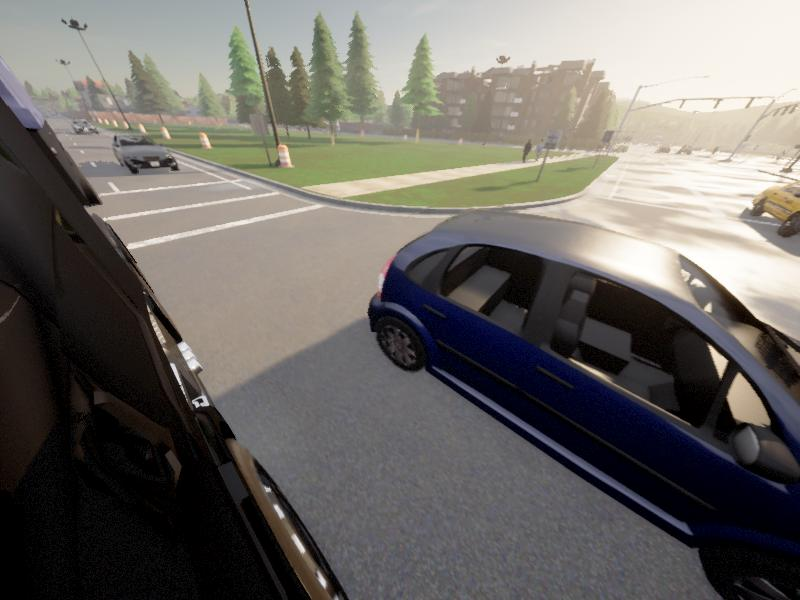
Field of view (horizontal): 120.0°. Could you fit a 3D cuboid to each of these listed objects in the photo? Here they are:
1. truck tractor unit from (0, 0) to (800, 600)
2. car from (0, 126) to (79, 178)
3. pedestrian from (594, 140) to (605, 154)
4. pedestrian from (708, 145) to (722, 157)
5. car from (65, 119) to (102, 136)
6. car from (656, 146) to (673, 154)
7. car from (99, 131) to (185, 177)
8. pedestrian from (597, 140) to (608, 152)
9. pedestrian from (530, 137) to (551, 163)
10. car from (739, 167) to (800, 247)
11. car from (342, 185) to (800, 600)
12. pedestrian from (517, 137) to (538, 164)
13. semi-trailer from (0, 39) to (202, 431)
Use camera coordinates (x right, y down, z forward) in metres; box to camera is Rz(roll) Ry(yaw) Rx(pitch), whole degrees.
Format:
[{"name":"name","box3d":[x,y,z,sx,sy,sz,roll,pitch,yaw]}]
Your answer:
[{"name":"truck tractor unit","box3d":[-2.645,-0.295,0.351,6.516,4.208,3.053,28,44,30]},{"name":"car","box3d":[-16.965,-6.875,10.513,4.902,1.511,2.128,29,44,30]},{"name":"pedestrian","box3d":[34.949,-26.839,40.516,0.751,1.860,0.751,28,44,30]},{"name":"pedestrian","box3d":[61.466,-29.086,45.062,0.751,1.860,0.751,31,45,32]},{"name":"car","box3d":[-38.755,-21.167,28.290,3.806,1.475,1.970,28,43,30]},{"name":"car","box3d":[61.048,-34.666,53.296,1.895,1.301,4.718,28,43,30]},{"name":"car","box3d":[-12.722,-7.274,11.366,4.193,1.474,1.816,28,43,30]},{"name":"pedestrian","box3d":[39.880,-30.284,45.478,0.751,1.860,0.751,32,45,33]},{"name":"pedestrian","box3d":[12.398,-13.212,20.419,0.751,1.860,0.751,-29,47,-36]},{"name":"car","box3d":[13.447,-2.975,7.259,1.801,1.575,5.366,29,44,30]},{"name":"car","box3d":[1.606,0.324,2.004,3.988,1.617,1.851,28,43,30]},{"name":"pedestrian","box3d":[10.650,-12.495,19.338,0.751,1.860,0.751,-29,47,-35]},{"name":"semi-trailer","box3d":[-8.708,-3.596,4.222,14.254,4.402,2.717,28,43,30]}]
